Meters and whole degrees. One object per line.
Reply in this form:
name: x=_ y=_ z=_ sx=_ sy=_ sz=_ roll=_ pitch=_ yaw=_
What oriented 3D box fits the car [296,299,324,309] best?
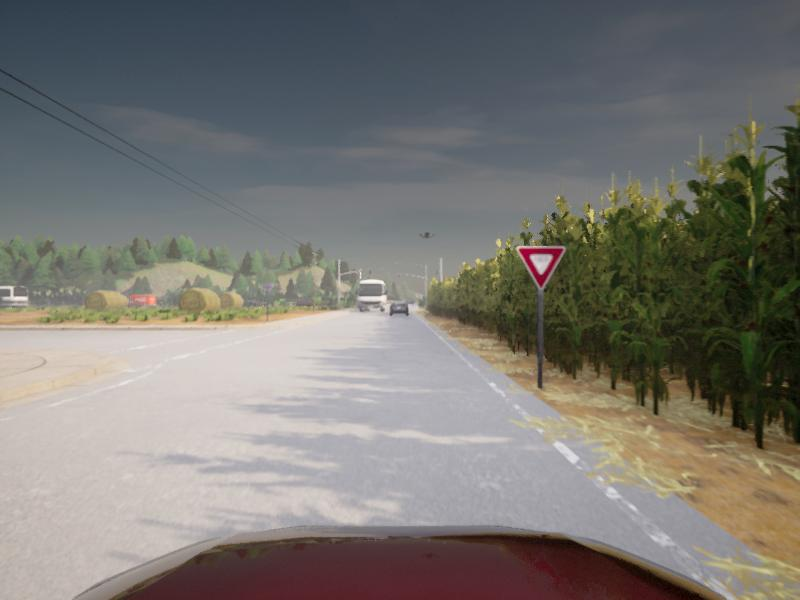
car: x=-15.850 y=0.690 z=70.543 sx=4.553 sy=1.767 sz=2.097 roll=0 pitch=0 yaw=4

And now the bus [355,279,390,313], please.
bus: x=-3.462 y=-0.513 z=53.922 sx=3.944 sy=4.253 sz=10.273 roll=0 pitch=0 yaw=0

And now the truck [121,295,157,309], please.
truck: x=-49.359 y=0.353 z=75.761 sx=5.204 sy=2.467 sz=2.627 roll=0 pitch=0 yaw=3

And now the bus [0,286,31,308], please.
bus: x=-77.943 y=-0.540 z=77.061 sx=10.273 sy=4.253 sz=3.944 roll=0 pitch=0 yaw=3

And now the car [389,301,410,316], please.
car: x=-0.087 y=0.870 z=42.953 sx=2.163 sy=1.488 sz=4.792 roll=0 pitch=0 yaw=0
